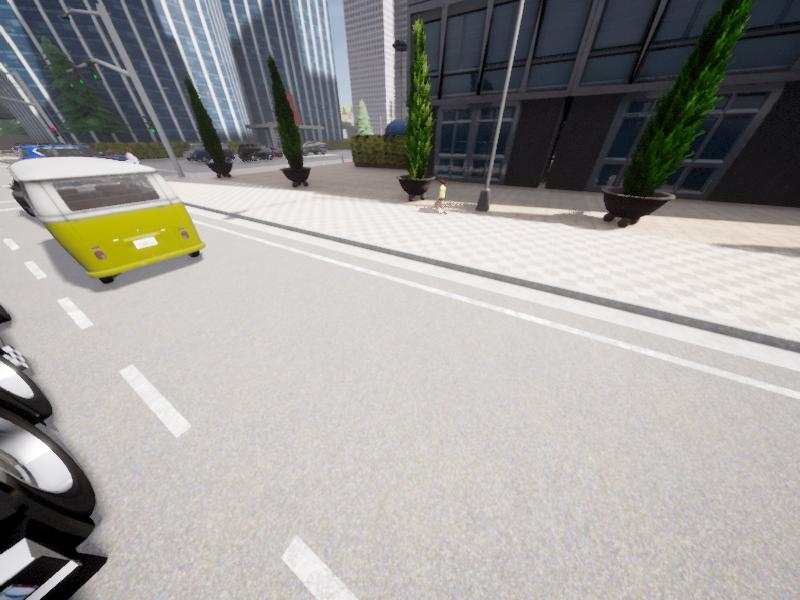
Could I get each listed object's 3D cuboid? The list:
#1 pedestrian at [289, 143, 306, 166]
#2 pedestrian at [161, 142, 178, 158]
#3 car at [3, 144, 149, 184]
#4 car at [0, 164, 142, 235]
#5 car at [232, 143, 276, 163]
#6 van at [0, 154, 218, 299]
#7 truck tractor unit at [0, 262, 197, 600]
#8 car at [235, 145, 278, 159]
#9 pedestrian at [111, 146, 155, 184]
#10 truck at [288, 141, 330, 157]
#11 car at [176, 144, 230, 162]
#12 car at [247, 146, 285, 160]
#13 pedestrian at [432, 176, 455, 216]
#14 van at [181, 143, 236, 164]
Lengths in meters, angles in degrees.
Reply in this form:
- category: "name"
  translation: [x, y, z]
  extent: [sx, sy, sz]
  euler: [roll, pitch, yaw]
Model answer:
- category: "pedestrian"
  translation: [-9.896, -14.053, 22.299]
  extent: [0.751, 1.860, 0.751]
  euler: [16, 38, 22]
- category: "pedestrian"
  translation: [-32.355, -21.026, 32.465]
  extent: [0.751, 1.860, 0.751]
  euler: [18, 39, 24]
- category: "car"
  translation: [-22.774, -9.997, 16.713]
  extent: [2.150, 2.045, 5.566]
  euler: [18, 39, 24]
- category: "car"
  translation: [-11.688, -3.688, 8.034]
  extent: [4.514, 1.525, 2.007]
  euler: [18, 39, 24]
- category: "car"
  translation: [-18.248, -18.566, 29.117]
  extent: [1.905, 1.878, 3.866]
  euler: [18, 39, 24]
- category: "van"
  translation: [-6.491, -1.956, 5.109]
  extent: [4.442, 1.987, 1.775]
  euler: [21, 40, 27]
- category: "truck tractor unit"
  translation: [-5.112, -0.298, 0.790]
  extent: [6.516, 4.208, 3.053]
  euler: [18, 39, 24]
- category: "car"
  translation: [-21.896, -22.877, 35.567]
  extent: [2.152, 1.651, 5.027]
  euler: [18, 39, 24]
- category: "pedestrian"
  translation: [-15.556, -7.914, 13.527]
  extent: [0.751, 1.860, 0.751]
  euler: [15, 38, 21]
- category: "truck"
  translation: [-15.230, -25.767, 39.252]
  extent: [2.390, 2.098, 6.274]
  euler: [18, 39, 24]
- category: "car"
  translation: [-25.567, -19.273, 30.194]
  extent: [1.932, 1.855, 4.605]
  euler: [18, 39, 24]
- category: "car"
  translation: [-19.331, -21.355, 33.491]
  extent: [1.816, 1.474, 4.193]
  euler: [18, 39, 24]
- category: "pedestrian"
  translation: [1.433, -3.468, 7.690]
  extent: [0.500, 1.100, 0.500]
  euler: [16, 38, 22]
- category: "van"
  translation: [-23.025, -17.831, 28.012]
  extent: [1.775, 1.987, 4.442]
  euler: [18, 39, 24]
